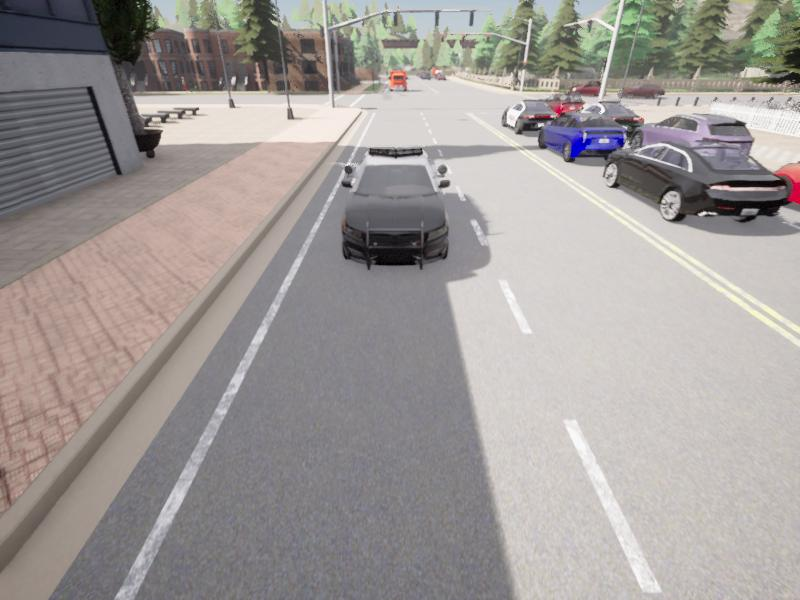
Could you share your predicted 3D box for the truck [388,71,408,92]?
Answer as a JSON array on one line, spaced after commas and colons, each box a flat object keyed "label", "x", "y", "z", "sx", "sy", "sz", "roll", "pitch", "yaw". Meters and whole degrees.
[{"label": "truck", "x": -0.231, "y": -30.432, "z": 55.635, "sx": 2.627, "sy": 2.467, "sz": 5.204, "roll": 0, "pitch": 31, "yaw": 0}]

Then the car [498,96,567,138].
[{"label": "car", "x": 6.876, "y": -9.896, "z": 21.429, "sx": 2.038, "sy": 1.542, "sz": 4.974, "roll": 0, "pitch": 30, "yaw": 0}]

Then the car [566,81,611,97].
[{"label": "car", "x": 21.474, "y": -24.145, "z": 45.742, "sx": 3.988, "sy": 1.617, "sz": 1.851, "roll": 1, "pitch": 30, "yaw": 2}]

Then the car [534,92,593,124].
[{"label": "car", "x": 10.424, "y": -12.507, "z": 25.903, "sx": 2.007, "sy": 1.525, "sz": 4.514, "roll": 1, "pitch": 30, "yaw": 1}]

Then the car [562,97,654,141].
[{"label": "car", "x": 10.378, "y": -9.363, "z": 20.518, "sx": 2.038, "sy": 1.542, "sz": 4.974, "roll": 0, "pitch": 30, "yaw": 0}]

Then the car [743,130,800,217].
[{"label": "car", "x": 10.418, "y": -2.365, "z": 8.402, "sx": 2.242, "sy": 1.667, "sz": 4.611, "roll": 0, "pitch": 30, "yaw": 0}]

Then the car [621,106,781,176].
[{"label": "car", "x": 10.396, "y": -5.896, "z": 14.487, "sx": 2.033, "sy": 1.649, "sz": 4.856, "roll": 0, "pitch": 30, "yaw": 0}]

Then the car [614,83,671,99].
[{"label": "car", "x": 25.808, "y": -22.282, "z": 42.716, "sx": 4.674, "sy": 1.442, "sz": 1.812, "roll": 0, "pitch": 30, "yaw": 0}]

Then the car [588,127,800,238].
[{"label": "car", "x": 6.911, "y": -3.150, "z": 9.903, "sx": 2.128, "sy": 1.511, "sz": 4.902, "roll": 0, "pitch": 30, "yaw": 0}]

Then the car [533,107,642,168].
[{"label": "car", "x": 6.894, "y": -6.371, "z": 15.400, "sx": 2.007, "sy": 1.525, "sz": 4.514, "roll": 0, "pitch": 30, "yaw": 0}]

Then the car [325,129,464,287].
[{"label": "car", "x": -0.084, "y": -2.261, "z": 8.252, "sx": 1.930, "sy": 1.638, "sz": 5.238, "roll": 0, "pitch": 31, "yaw": 0}]
